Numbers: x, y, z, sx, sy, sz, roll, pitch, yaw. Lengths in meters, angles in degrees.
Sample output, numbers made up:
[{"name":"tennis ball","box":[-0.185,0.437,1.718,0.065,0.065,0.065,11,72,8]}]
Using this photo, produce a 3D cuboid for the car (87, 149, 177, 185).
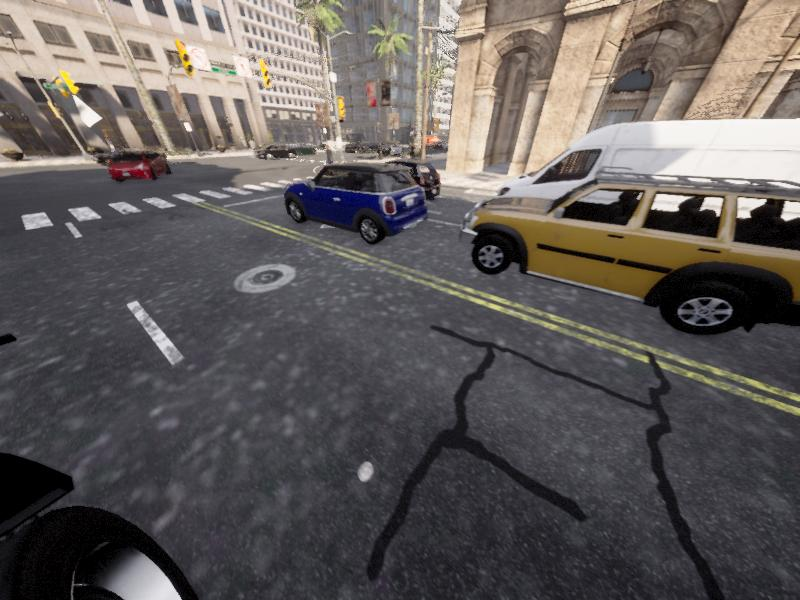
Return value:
[{"name":"car","box":[-16.308,-8.484,14.488,2.007,1.525,4.514,-15,38,-20]}]

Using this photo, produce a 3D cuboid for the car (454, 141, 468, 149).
[{"name":"car","box":[15.079,-38.452,57.231,1.789,1.549,3.705,22,41,28]}]

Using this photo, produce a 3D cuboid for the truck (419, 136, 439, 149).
[{"name":"truck","box":[7.279,-39.448,57.795,2.627,2.467,5.204,22,41,28]}]

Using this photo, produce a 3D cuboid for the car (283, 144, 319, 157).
[{"name":"car","box":[-14.197,-21.630,33.296,1.994,1.385,4.181,22,41,28]}]

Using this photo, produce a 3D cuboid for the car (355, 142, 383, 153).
[{"name":"car","box":[-5.709,-28.497,43.087,2.033,1.411,5.357,22,41,28]}]

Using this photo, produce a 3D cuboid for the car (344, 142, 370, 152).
[{"name":"car","box":[-8.184,-29.705,44.707,2.163,1.488,4.792,22,41,28]}]

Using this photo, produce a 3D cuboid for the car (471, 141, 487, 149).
[{"name":"car","box":[19.739,-38.755,57.723,1.801,1.575,5.366,22,41,28]}]

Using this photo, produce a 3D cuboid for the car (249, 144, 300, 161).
[{"name":"car","box":[-14.789,-17.619,27.492,1.837,1.490,4.892,21,40,27]}]

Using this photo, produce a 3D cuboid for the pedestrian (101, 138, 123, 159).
[{"name":"pedestrian","box":[-31.663,-16.686,25.403,0.751,1.860,0.751,29,44,34]}]

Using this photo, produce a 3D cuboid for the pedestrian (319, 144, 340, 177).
[{"name":"pedestrian","box":[-4.720,-9.389,15.536,0.751,1.860,0.751,25,42,30]}]

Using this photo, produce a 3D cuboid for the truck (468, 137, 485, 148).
[{"name":"truck","box":[21.229,-43.903,64.232,2.627,2.467,5.204,22,41,28]}]

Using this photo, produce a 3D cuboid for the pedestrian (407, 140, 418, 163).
[{"name":"pedestrian","box":[1.214,-14.483,22.550,0.751,1.860,0.751,21,40,26]}]

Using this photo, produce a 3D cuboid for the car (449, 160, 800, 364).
[{"name":"car","box":[3.485,-1.182,3.980,4.605,1.855,1.932,22,40,28]}]

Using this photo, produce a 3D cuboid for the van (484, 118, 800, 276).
[{"name":"van","box":[5.718,-3.004,6.018,5.915,2.561,1.988,22,41,28]}]

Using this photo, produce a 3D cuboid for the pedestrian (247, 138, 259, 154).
[{"name":"pedestrian","box":[-20.893,-21.833,32.795,0.751,1.860,0.751,-8,36,-11]}]

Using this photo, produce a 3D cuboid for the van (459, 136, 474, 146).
[{"name":"van","box":[21.468,-51.224,74.527,1.988,2.561,5.915,22,41,28]}]

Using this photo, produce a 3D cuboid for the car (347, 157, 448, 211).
[{"name":"car","box":[-0.157,-4.980,9.647,3.633,1.501,1.845,23,41,28]}]

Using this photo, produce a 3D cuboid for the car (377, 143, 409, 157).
[{"name":"car","box":[-0.993,-21.897,33.647,2.038,1.542,4.974,22,41,28]}]

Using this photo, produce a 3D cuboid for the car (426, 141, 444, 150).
[{"name":"car","box":[8.279,-36.331,54.245,2.163,1.488,4.792,22,41,28]}]

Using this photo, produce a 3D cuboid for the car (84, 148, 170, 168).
[{"name":"car","box":[-24.734,-13.088,21.151,1.895,1.301,4.718,22,41,28]}]

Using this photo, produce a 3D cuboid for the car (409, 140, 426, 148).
[{"name":"car","box":[4.587,-40.075,59.258,2.185,1.767,4.553,22,41,28]}]

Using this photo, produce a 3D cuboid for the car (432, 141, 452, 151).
[{"name":"car","box":[9.155,-33.576,50.301,2.038,1.542,4.974,22,41,28]}]

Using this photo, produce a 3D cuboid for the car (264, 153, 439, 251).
[{"name":"car","box":[-1.470,-3.157,6.820,4.553,1.767,2.097,22,41,28]}]

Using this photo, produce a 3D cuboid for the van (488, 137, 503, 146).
[{"name":"van","box":[31.848,-52.664,76.782,2.351,2.431,6.366,22,41,28]}]

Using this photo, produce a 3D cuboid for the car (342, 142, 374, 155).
[{"name":"car","box":[-6.603,-24.391,37.038,1.930,1.638,5.238,22,41,28]}]
